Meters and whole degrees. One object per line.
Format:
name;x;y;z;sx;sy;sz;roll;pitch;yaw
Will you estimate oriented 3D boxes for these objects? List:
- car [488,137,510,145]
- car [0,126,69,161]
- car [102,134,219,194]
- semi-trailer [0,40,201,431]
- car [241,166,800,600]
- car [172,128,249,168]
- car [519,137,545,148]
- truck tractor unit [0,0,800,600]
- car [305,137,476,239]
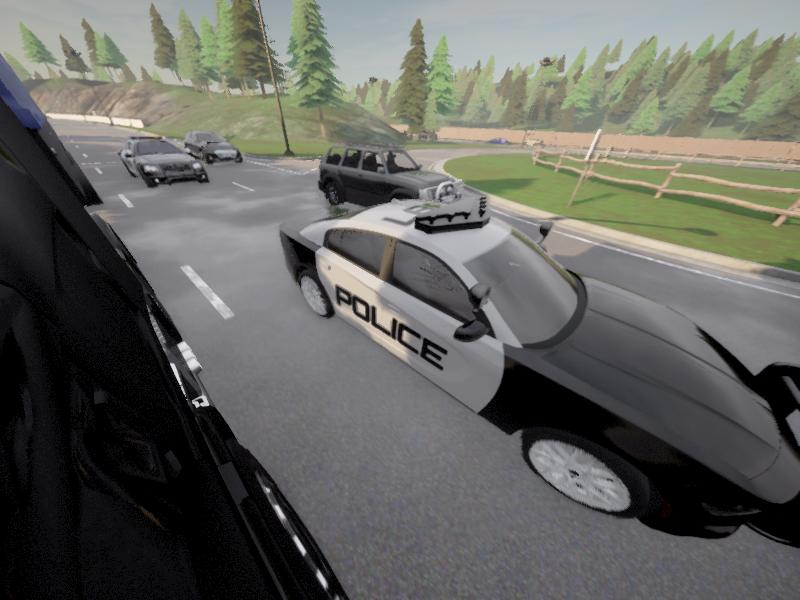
car;24.774;-39.995;58.083;4.514;1.525;2.007;28;43;30
car;-21.331;-9.099;13.344;4.181;1.385;1.994;28;43;30
car;-9.870;-5.750;9.485;4.974;1.542;2.038;27;43;30
semi-trailer;-8.699;-3.600;4.233;14.254;4.402;2.717;28;43;30
car;0.645;-0.198;2.620;5.238;1.638;1.930;28;43;30
car;-11.839;-9.570;14.412;4.856;1.649;2.033;28;43;30
car;30.860;-36.944;54.032;4.605;1.855;1.932;28;43;30
truck tractor unit;-2.645;-0.295;0.351;6.516;4.208;3.053;28;44;30
car;-0.499;-3.626;6.963;4.605;1.855;1.932;28;43;30
